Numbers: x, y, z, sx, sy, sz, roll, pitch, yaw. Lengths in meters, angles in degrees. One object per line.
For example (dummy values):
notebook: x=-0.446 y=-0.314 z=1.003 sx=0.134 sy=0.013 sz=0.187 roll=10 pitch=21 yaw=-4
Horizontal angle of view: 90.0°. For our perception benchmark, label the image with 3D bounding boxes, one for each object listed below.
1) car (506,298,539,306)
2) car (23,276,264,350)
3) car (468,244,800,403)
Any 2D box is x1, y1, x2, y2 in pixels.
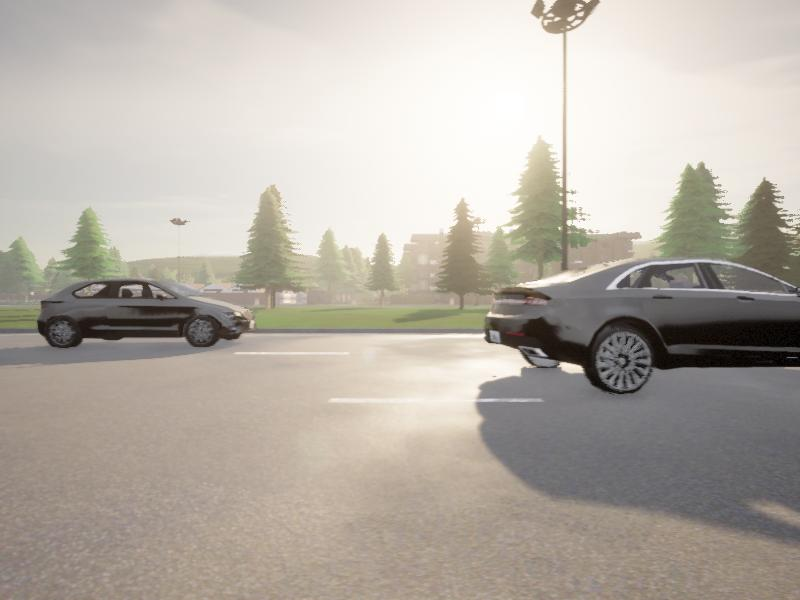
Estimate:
car: x=19.494 y=0.337 z=63.702 sx=4.718 sy=1.301 sz=1.895 roll=0 pitch=0 yaw=0
car: x=-5.423 y=0.256 z=8.947 sx=4.193 sy=1.474 sz=1.816 roll=0 pitch=0 yaw=-3
car: x=3.572 y=0.234 z=5.169 sx=4.902 sy=1.511 sz=2.128 roll=0 pitch=0 yaw=-7
